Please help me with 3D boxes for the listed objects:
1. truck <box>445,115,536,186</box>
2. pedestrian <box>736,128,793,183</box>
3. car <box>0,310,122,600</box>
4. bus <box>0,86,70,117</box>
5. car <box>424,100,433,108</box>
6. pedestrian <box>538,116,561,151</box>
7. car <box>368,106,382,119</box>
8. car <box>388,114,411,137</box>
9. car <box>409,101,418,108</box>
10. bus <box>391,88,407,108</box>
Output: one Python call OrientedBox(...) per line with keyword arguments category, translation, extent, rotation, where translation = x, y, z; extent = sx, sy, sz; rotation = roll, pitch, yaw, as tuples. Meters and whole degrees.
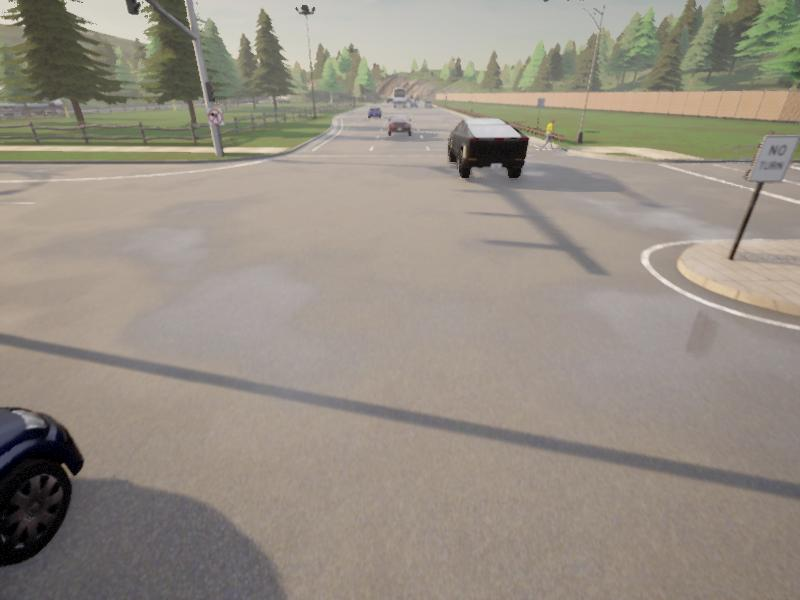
OrientedBox(category="truck", translation=(3.485, -6.575, 17.062), extent=(2.390, 2.098, 6.274), rotation=(0, 27, 0))
OrientedBox(category="pedestrian", translation=(13.489, -5.374, 14.877), extent=(0.751, 1.860, 0.751), rotation=(0, 27, 0))
OrientedBox(category="car", translation=(-3.501, 1.705, 1.561), extent=(1.851, 1.617, 3.988), rotation=(0, 27, 0))
OrientedBox(category="bus", translation=(-61.046, -32.795, 65.965), extent=(3.944, 4.253, 10.273), rotation=(0, 27, 0))
OrientedBox(category="car", translation=(6.932, -48.181, 98.425), extent=(1.851, 1.617, 3.988), rotation=(0, 27, 0))
OrientedBox(category="pedestrian", translation=(8.699, -9.696, 23.297), extent=(0.751, 1.860, 0.751), rotation=(0, 27, 0))
OrientedBox(category="car", translation=(-3.543, -26.804, 57.048), extent=(1.816, 1.474, 4.193), rotation=(0, 27, 0))
OrientedBox(category="car", translation=(-0.026, -14.744, 33.650), extent=(1.812, 1.442, 4.674), rotation=(0, 27, 0))
OrientedBox(category="car", translation=(3.429, -49.539, 101.212), extent=(2.033, 1.411, 5.357), rotation=(0, 27, 0))
OrientedBox(category="bus", translation=(-0.198, -51.432, 101.794), extent=(3.944, 4.253, 10.273), rotation=(0, 27, 0))
